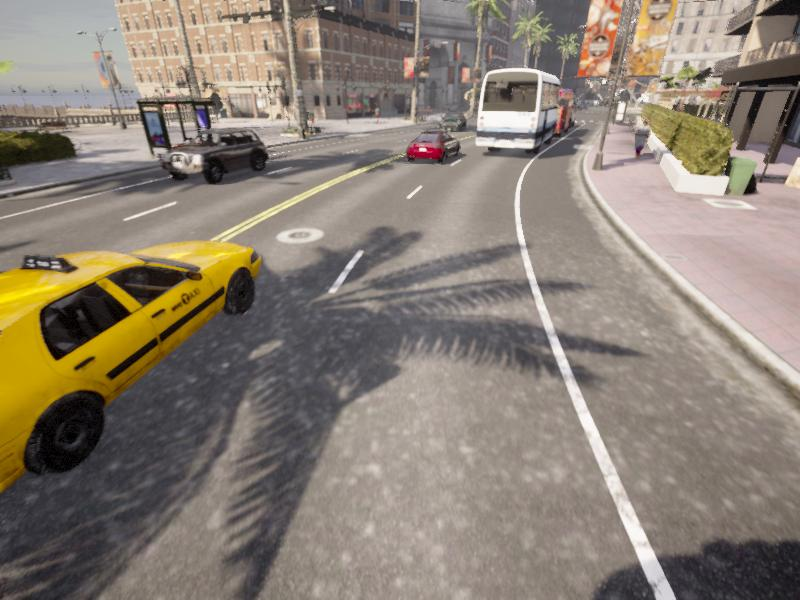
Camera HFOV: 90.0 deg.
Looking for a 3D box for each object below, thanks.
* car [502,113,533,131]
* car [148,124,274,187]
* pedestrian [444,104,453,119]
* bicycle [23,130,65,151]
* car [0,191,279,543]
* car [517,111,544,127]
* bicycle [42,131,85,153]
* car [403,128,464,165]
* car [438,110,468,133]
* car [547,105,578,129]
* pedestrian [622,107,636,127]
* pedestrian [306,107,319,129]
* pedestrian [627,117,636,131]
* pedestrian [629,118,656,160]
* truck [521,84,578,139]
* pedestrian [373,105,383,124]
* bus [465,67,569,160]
[{"bbox_3d":[11.645,-17.637,39.556,1.970,1.475,3.806,13,30,23],"label":"car"},{"bbox_3d":[-7.432,-6.078,16.472,1.932,1.855,4.605,8,28,15],"label":"car"},{"bbox_3d":[6.780,-26.380,55.836,0.751,1.860,0.751,21,34,35],"label":"pedestrian"},{"bbox_3d":[-21.020,-9.461,23.686,0.373,1.024,1.643,13,30,23],"label":"bicycle"},{"bbox_3d":[-3.552,0.129,4.666,1.801,1.575,5.366,5,27,9],"label":"car"},{"bbox_3d":[14.735,-20.391,45.068,1.994,1.385,4.181,13,30,24],"label":"car"},{"bbox_3d":[-19.212,-9.057,22.899,0.373,1.024,1.643,13,30,23],"label":"bicycle"},{"bbox_3d":[1.882,-8.331,21.456,1.994,1.385,4.181,10,29,19],"label":"car"},{"bbox_3d":[5.032,-16.837,37.629,2.097,1.767,4.553,7,28,14],"label":"car"},{"bbox_3d":[17.466,-19.618,42.818,2.150,2.045,5.566,13,30,24],"label":"car"},{"bbox_3d":[23.128,-18.506,40.472,0.751,1.860,0.751,11,29,20],"label":"pedestrian"},{"bbox_3d":[-8.196,-17.096,37.649,0.751,1.860,0.751,9,29,18],"label":"pedestrian"},{"bbox_3d":[21.080,-16.036,36.470,0.500,1.100,0.500,12,30,23],"label":"pedestrian"},{"bbox_3d":[12.094,-8.044,19.987,0.751,1.860,0.751,13,30,24],"label":"pedestrian"},{"bbox_3d":[13.098,-16.452,34.663,2.891,3.827,8.468,13,30,23],"label":"truck"},{"bbox_3d":[-2.518,-21.039,45.370,0.751,1.860,0.751,16,31,28],"label":"pedestrian"},{"bbox_3d":[7.603,-11.733,24.954,3.944,4.253,10.273,12,29,22],"label":"bus"}]
